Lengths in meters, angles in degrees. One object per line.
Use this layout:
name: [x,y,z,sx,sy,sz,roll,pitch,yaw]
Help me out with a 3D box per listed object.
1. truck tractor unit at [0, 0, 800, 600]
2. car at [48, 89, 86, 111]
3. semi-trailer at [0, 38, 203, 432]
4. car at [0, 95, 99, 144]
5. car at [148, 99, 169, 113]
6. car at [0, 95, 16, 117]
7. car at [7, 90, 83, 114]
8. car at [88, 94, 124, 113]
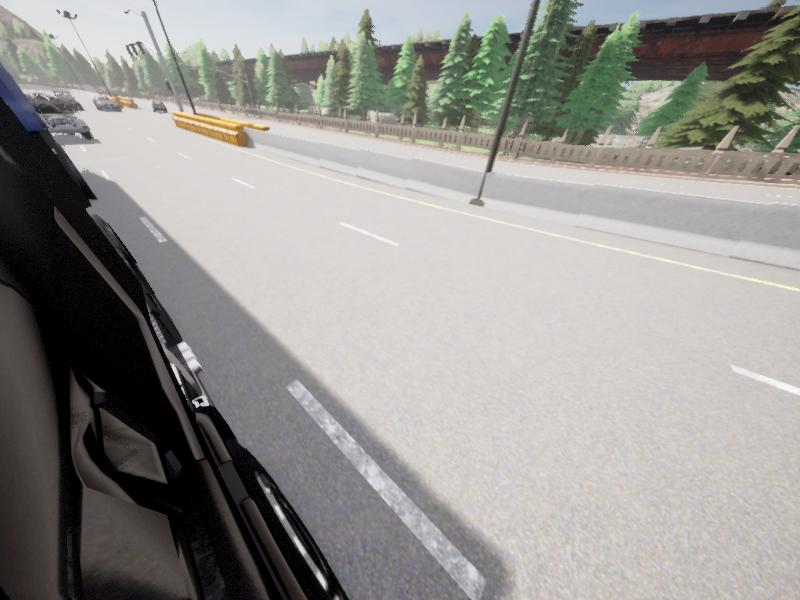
truck tractor unit: [-2.645,-0.295,0.351,6.516,4.208,3.053,28,44,30]
car: [-42.418,-25.444,29.409,3.866,1.878,1.905,31,45,28]
semi-trailer: [-8.710,-3.657,4.125,14.254,4.402,2.717,29,44,29]
car: [-20.695,-10.593,13.538,4.605,1.855,1.932,21,41,19]
car: [-40.613,-32.557,38.815,1.845,1.501,3.633,-25,48,-34]
car: [-35.540,-16.127,18.907,3.633,1.501,1.845,-4,38,-12]
car: [-38.872,-21.758,25.470,1.851,1.617,3.988,19,40,16]
car: [-41.021,-27.375,32.215,5.027,1.651,2.152,31,45,28]
